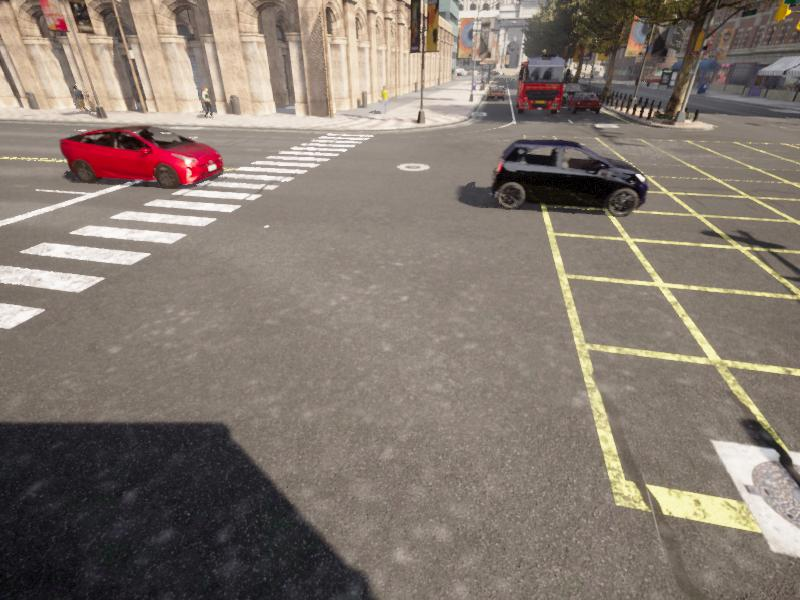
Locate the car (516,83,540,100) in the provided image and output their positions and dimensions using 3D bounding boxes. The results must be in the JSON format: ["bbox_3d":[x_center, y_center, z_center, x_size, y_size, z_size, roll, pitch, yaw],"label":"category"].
[{"bbox_3d":[13.929,-22.862,43.827,1.994,1.385,4.181,6,31,10],"label":"car"}]

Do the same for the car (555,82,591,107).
[{"bbox_3d":[15.615,-18.742,36.349,2.097,1.767,4.553,6,31,11],"label":"car"}]

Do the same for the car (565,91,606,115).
[{"bbox_3d":[14.102,-15.123,30.643,1.895,1.301,4.718,6,31,11],"label":"car"}]

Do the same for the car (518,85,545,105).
[{"bbox_3d":[12.493,-19.655,38.226,1.970,1.475,3.806,6,31,11],"label":"car"}]

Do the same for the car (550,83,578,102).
[{"bbox_3d":[16.913,-21.522,41.425,1.970,1.475,3.806,7,31,11],"label":"car"}]

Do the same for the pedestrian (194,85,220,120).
[{"bbox_3d":[-11.912,-12.217,24.743,0.751,1.860,0.751,10,32,17],"label":"pedestrian"}]

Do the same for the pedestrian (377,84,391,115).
[{"bbox_3d":[-1.055,-13.622,27.155,0.751,1.860,0.751,7,31,12],"label":"pedestrian"}]

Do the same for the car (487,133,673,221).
[{"bbox_3d":[4.102,-3.095,9.802,3.633,1.501,1.845,7,31,10],"label":"car"}]

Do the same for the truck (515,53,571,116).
[{"bbox_3d":[10.813,-16.895,31.169,2.891,3.827,8.468,6,31,11],"label":"truck"}]

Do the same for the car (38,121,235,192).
[{"bbox_3d":[-7.724,-4.396,12.032,4.514,1.525,2.007,6,31,11],"label":"car"}]

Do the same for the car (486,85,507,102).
[{"bbox_3d":[9.978,-21.411,41.401,1.895,1.301,4.718,6,31,11],"label":"car"}]

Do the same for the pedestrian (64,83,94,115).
[{"bbox_3d":[-21.717,-13.591,27.092,0.751,1.860,0.751,12,32,19],"label":"pedestrian"}]

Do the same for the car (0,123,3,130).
[{"bbox_3d":[-23.932,-9.819,21.308,3.633,1.501,1.845,6,31,11],"label":"car"}]
